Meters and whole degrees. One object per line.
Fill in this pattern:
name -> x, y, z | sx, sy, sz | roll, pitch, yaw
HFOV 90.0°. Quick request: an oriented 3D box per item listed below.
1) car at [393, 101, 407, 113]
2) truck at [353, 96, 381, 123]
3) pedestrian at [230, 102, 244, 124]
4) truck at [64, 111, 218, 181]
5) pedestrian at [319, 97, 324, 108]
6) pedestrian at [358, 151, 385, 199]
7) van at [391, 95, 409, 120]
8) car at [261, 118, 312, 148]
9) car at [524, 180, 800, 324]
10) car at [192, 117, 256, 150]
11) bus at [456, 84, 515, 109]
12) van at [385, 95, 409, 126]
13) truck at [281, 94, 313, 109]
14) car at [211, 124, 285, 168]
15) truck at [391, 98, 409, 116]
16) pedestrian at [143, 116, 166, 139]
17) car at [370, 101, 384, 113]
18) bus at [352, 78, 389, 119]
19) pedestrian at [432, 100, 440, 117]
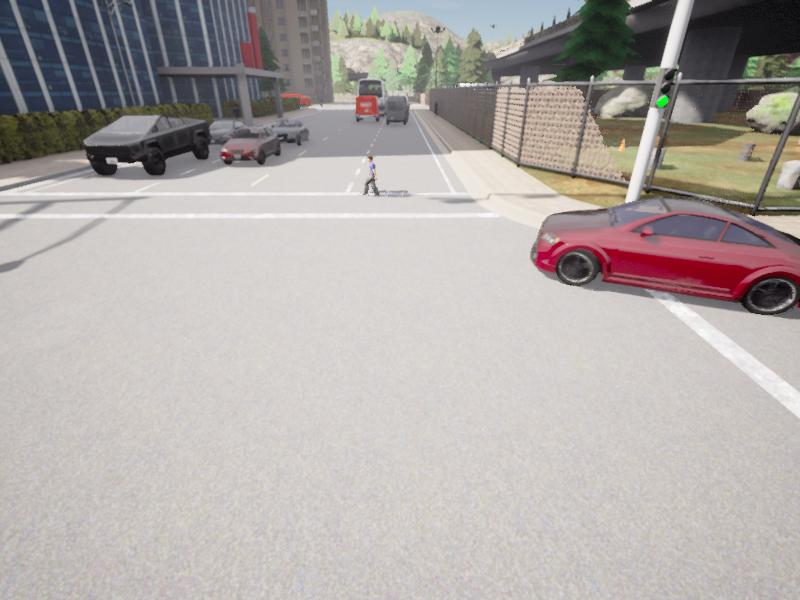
car -> 0.031, -30.016, 62.204 | 2.128, 1.511, 4.902 | 0, 28, 0
truck -> -3.476, -20.841, 43.600 | 2.627, 2.467, 5.204 | 0, 27, 0
pedestrian -> -15.177, -17.400, 37.286 | 0.751, 1.860, 0.751 | 0, 28, -1
truck -> -10.485, -6.817, 17.163 | 2.390, 2.098, 6.274 | 0, 28, 0
pedestrian -> -15.785, -39.595, 80.167 | 0.751, 1.860, 0.751 | -3, 28, -5
pedestrian -> -0.849, -3.862, 12.331 | 0.751, 1.300, 0.751 | -1, 28, -1
van -> 0.029, -22.971, 47.615 | 1.988, 2.561, 5.915 | 0, 28, 0
car -> -6.990, -10.565, 25.128 | 1.994, 1.385, 4.181 | 0, 28, -1
car -> 4.531, -1.019, 6.957 | 4.181, 1.385, 1.994 | 11, 29, 19
car -> -10.481, -10.167, 24.281 | 1.812, 1.442, 4.674 | 0, 28, 0
bus -> 16.271, -39.358, 77.251 | 10.273, 4.253, 3.944 | 0, 28, 0
van -> -0.243, -19.094, 40.194 | 1.988, 2.561, 5.915 | 2, 28, 3
truck -> -19.119, -36.935, 74.501 | 5.204, 2.467, 2.627 | 0, 28, 0
car -> -6.983, -7.370, 18.900 | 1.816, 1.474, 4.193 | 0, 28, 0
truck -> 0.027, -26.676, 55.178 | 2.390, 2.098, 6.274 | 0, 28, 0
pedestrian -> -16.068, -11.309, 26.233 | 0.751, 1.300, 0.751 | 1, 28, 2
car -> -3.470, -29.856, 61.818 | 1.801, 1.575, 5.366 | 0, 28, 0
bus -> -3.594, -26.070, 51.689 | 3.944, 4.253, 10.273 | 0, 28, 0
pedestrian -> 4.290, -22.871, 47.778 | 0.751, 1.860, 0.751 | 1, 28, 2
